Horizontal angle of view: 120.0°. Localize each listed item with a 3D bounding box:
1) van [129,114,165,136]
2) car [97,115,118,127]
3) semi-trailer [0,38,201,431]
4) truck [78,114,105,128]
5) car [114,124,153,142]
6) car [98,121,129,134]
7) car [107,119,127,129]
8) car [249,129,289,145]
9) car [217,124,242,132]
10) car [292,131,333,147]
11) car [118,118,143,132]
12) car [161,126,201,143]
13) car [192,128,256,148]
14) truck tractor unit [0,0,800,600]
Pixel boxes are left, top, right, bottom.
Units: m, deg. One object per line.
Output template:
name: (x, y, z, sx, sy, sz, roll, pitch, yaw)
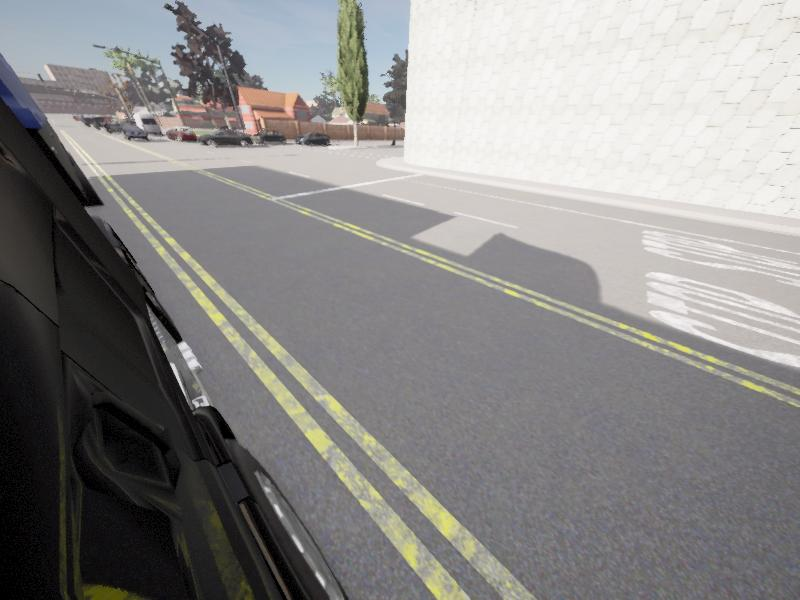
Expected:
van: (-38.785, -26.815, 35.372, 5.915, 2.561, 1.988, 28, 43, 30)
car: (-73.523, -45.039, 58.112, 5.566, 2.045, 2.150, 28, 43, 30)
semi-trailer: (-8.702, -3.585, 4.251, 14.254, 4.402, 2.717, 28, 43, 30)
truck: (-67.597, -39.190, 50.586, 6.274, 2.098, 2.390, 28, 43, 30)
car: (-30.904, -19.378, 26.766, 5.357, 1.411, 2.033, 30, 44, 31)
car: (-43.807, -26.355, 35.281, 4.902, 1.511, 2.128, 28, 43, 30)
car: (-63.282, -39.359, 51.631, 3.806, 1.475, 1.970, 28, 43, 30)
car: (-16.502, -20.583, 29.230, 1.789, 1.549, 3.705, 27, 43, 30)
car: (-45.736, -46.296, 62.240, 1.837, 1.490, 4.892, 27, 43, 29)
car: (-11.271, -20.918, 30.053, 2.007, 1.525, 4.514, 27, 43, 30)
car: (-50.316, -32.651, 43.089, 4.605, 1.855, 1.932, 29, 44, 30)
car: (-26.263, -19.928, 27.754, 3.806, 1.475, 1.970, 22, 41, 24)
car: (-18.072, -16.747, 23.965, 4.892, 1.490, 1.837, -25, 45, -32)
truck tractor unit: (-2.645, -0.295, 0.351, 6.516, 4.208, 3.053, 28, 44, 30)
